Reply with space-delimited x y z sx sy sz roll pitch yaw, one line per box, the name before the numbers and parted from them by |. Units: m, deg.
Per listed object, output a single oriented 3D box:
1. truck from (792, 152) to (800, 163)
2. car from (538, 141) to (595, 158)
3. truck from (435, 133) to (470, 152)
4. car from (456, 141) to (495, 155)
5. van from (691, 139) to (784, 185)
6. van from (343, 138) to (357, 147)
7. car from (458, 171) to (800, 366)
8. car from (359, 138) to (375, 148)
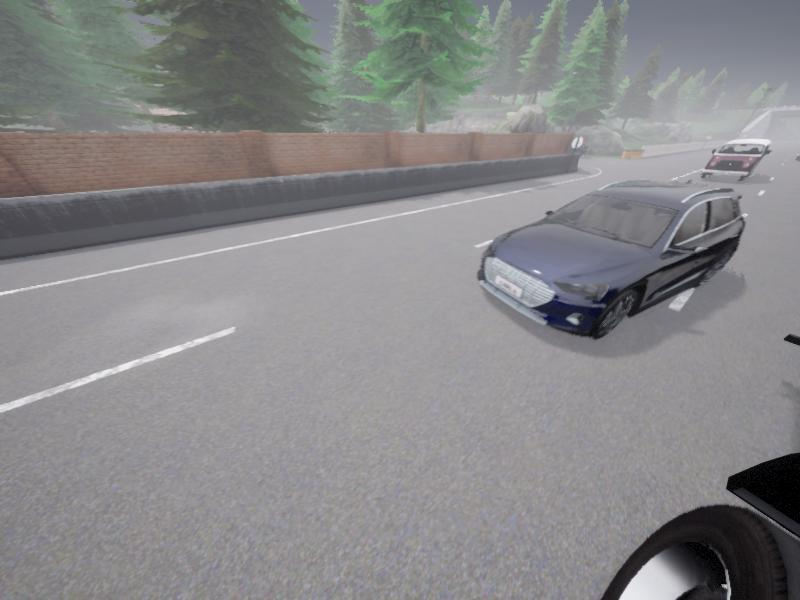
truck | 40.948 -14.601 22.048 5.204 2.467 2.627 -22 41 -28
car | 19.432 -17.781 27.254 1.837 1.490 4.892 -22 40 -28
truck | 8.875 -27.011 39.592 2.627 2.467 5.204 -22 40 -27
car | 10.572 -21.656 32.807 2.038 1.542 4.974 -22 40 -27
van | 20.086 -8.361 13.786 4.480 2.038 2.069 -22 41 -28
van | -13.111 -41.632 60.925 1.775 1.987 4.442 -22 41 -27
car | 3.693 -1.013 3.893 4.856 1.649 2.033 -15 37 -20
car | -7.741 -36.666 53.943 1.932 1.855 4.605 -18 38 -23
